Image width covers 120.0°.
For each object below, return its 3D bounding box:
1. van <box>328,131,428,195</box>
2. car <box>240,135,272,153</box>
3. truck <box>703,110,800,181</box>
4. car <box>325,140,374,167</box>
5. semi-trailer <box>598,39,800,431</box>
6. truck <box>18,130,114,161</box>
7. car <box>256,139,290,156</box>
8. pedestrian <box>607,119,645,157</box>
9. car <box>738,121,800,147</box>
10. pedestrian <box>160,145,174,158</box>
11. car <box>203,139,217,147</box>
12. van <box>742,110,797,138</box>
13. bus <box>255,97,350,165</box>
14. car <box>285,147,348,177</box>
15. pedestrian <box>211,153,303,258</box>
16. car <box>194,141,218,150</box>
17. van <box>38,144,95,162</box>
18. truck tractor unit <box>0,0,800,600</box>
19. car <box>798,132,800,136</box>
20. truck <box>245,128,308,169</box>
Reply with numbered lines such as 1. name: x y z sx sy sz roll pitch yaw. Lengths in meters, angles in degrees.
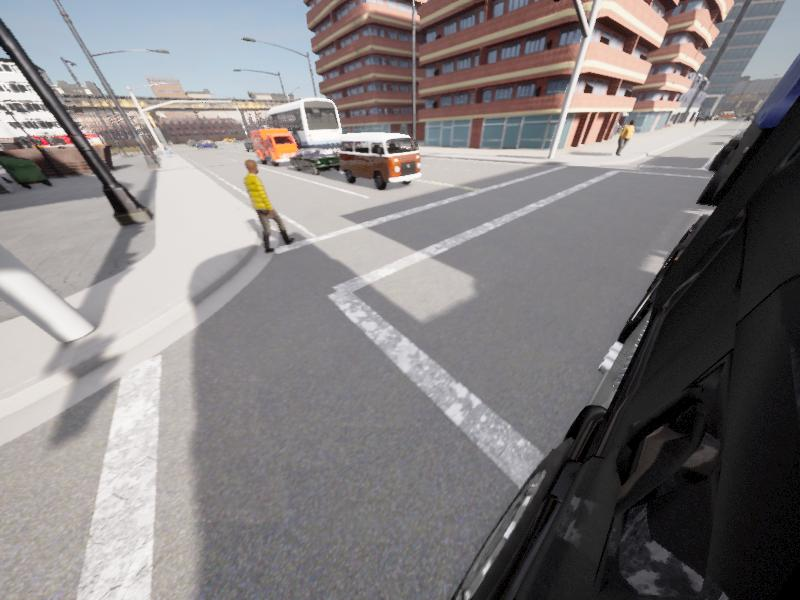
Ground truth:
1. van: -1.118 -6.470 10.678 2.069 2.038 4.480 -29 44 -31
2. car: -21.666 -23.413 34.659 2.150 2.045 5.566 -30 45 -32
3. truck: 16.657 -7.065 10.278 6.274 2.098 2.390 -25 42 -27
4. car: -3.927 -11.363 17.830 1.845 1.501 3.633 -29 44 -30
5. semi-trailer: 8.699 -3.605 4.227 14.254 4.402 2.717 -28 44 -30
6. truck: -57.658 -27.148 40.487 8.468 3.827 2.891 -28 44 -30
7. car: -16.498 -19.763 29.875 2.038 1.542 4.974 -30 44 -31
8. pedestrian: 13.968 -10.030 14.319 0.751 1.860 0.751 1 37 5
9. car: 28.437 -12.905 17.935 4.181 1.385 1.994 -28 44 -30
10. pedestrian: -30.703 -19.587 30.457 0.751 1.300 0.751 -26 43 -28
11. car: -52.420 -43.345 63.723 1.801 1.575 5.366 -29 44 -30
12. van: 36.809 -17.668 23.187 4.480 2.038 2.069 -30 45 -30
13. bus: -9.533 -15.977 22.089 3.944 4.253 10.273 -29 44 -30
14. car: -5.606 -9.181 15.217 1.895 1.301 4.718 -29 44 -30
15. pedestrian: -2.859 -1.941 4.844 0.751 1.860 0.751 11 39 18
16. car: -42.566 -33.978 50.686 3.806 1.475 1.970 -25 42 -27
17. van: -52.880 -23.484 36.781 4.480 2.038 2.069 -28 44 -30
18. truck tractor unit: 2.645 -0.295 0.351 6.516 4.208 3.053 -28 44 -30
19. car: 39.720 -16.408 21.456 3.866 1.878 1.905 -28 44 -30
20. truck: -10.412 -12.807 19.394 2.627 2.467 5.204 -29 44 -30
